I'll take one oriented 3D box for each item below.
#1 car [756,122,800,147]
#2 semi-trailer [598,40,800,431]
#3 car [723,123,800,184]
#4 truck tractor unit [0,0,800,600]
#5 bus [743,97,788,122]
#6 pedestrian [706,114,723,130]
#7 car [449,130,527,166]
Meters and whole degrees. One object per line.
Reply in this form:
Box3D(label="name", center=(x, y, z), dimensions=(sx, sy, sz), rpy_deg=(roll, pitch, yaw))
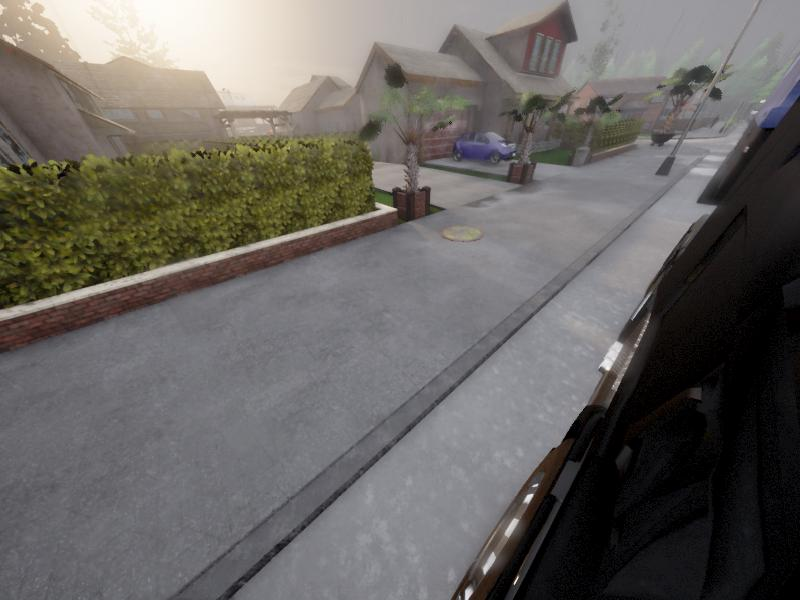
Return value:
Box3D(label="car", center=(30.002, -12.261, 17.020), dimensions=(1.994, 1.385, 4.181), rpy_deg=(9, 38, 15))
Box3D(label="semi-trailer", center=(8.693, -3.610, 4.231), dimensions=(14.254, 4.402, 2.717), rpy_deg=(-28, 44, -30))
Box3D(label="car", center=(16.098, -6.404, 9.850), dimensions=(5.238, 1.638, 1.930), rpy_deg=(-28, 44, -30))
Box3D(label="truck tractor unit", center=(2.645, -0.295, 0.351), dimensions=(6.516, 4.208, 3.053), rpy_deg=(-28, 44, -30))
Box3D(label="bus", center=(88.400, -45.984, 56.053), dimensions=(10.273, 4.253, 3.944), rpy_deg=(-28, 44, -30))
Box3D(label="pedestrian", center=(47.712, -27.034, 35.043), dimensions=(0.751, 1.860, 0.751), rpy_deg=(-31, 45, -32))
Box3D(label="car", center=(4.979, -8.956, 13.510), dimensions=(1.845, 1.501, 3.633), rpy_deg=(-30, 45, -32))
